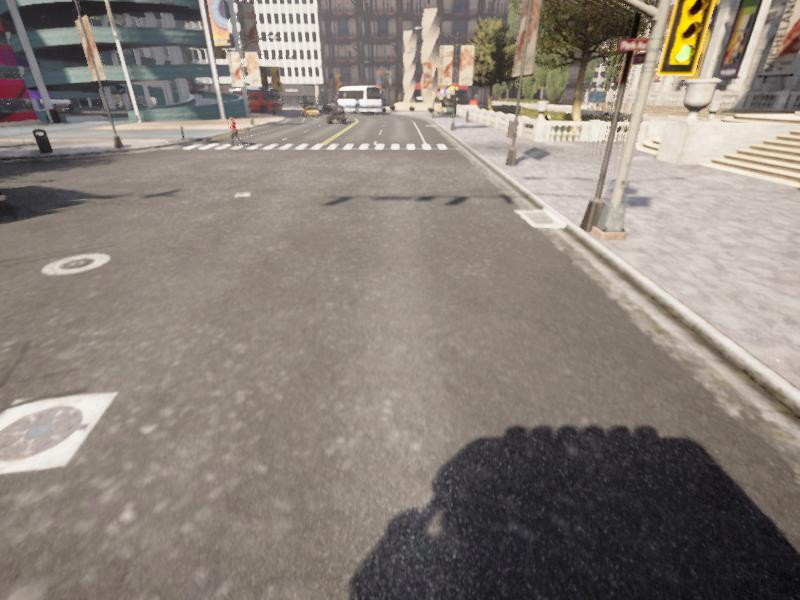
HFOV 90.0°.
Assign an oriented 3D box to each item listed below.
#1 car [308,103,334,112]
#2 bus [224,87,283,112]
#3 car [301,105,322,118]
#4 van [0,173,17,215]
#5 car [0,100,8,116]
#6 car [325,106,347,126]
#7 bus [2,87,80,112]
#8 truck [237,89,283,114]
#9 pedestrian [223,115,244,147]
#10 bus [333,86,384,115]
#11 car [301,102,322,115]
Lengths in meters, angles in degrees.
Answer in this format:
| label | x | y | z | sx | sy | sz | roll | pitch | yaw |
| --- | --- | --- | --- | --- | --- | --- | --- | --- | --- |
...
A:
| label | x | y | z | sx | sy | sz | roll | pitch | yaw |
| --- | --- | --- | --- | --- | --- | --- | --- | --- | --- |
| car | -15.481 | -37.627 | 78.117 | 4.974 | 1.542 | 2.038 | 21 | 34 | 35 |
| bus | -29.748 | -40.864 | 81.493 | 10.273 | 4.253 | 3.944 | 8 | 28 | 16 |
| car | -13.290 | -28.178 | 59.739 | 1.801 | 1.575 | 5.366 | -11 | 29 | -20 |
| van | -14.532 | -3.784 | 11.334 | 6.366 | 2.431 | 2.351 | 12 | 29 | 22 |
| car | -62.271 | -28.396 | 59.209 | 5.566 | 2.045 | 2.435 | 0 | 27 | 0 |
| car | -7.121 | -20.814 | 45.068 | 1.905 | 1.878 | 3.866 | -1 | 27 | -1 |
| bus | -69.608 | -38.980 | 77.814 | 10.273 | 4.253 | 3.944 | 0 | 27 | 0 |
| truck | -25.535 | -36.114 | 72.718 | 8.468 | 3.827 | 2.891 | 18 | 32 | 31 |
| pedestrian | -10.577 | -10.747 | 25.455 | 0.751 | 1.860 | 0.751 | -1 | 27 | -2 |
| bus | -7.329 | -34.463 | 69.042 | 3.944 | 4.253 | 10.273 | -18 | 32 | -31 |
| car | -15.189 | -33.006 | 68.818 | 1.905 | 1.878 | 3.866 | -18 | 32 | -31 |
